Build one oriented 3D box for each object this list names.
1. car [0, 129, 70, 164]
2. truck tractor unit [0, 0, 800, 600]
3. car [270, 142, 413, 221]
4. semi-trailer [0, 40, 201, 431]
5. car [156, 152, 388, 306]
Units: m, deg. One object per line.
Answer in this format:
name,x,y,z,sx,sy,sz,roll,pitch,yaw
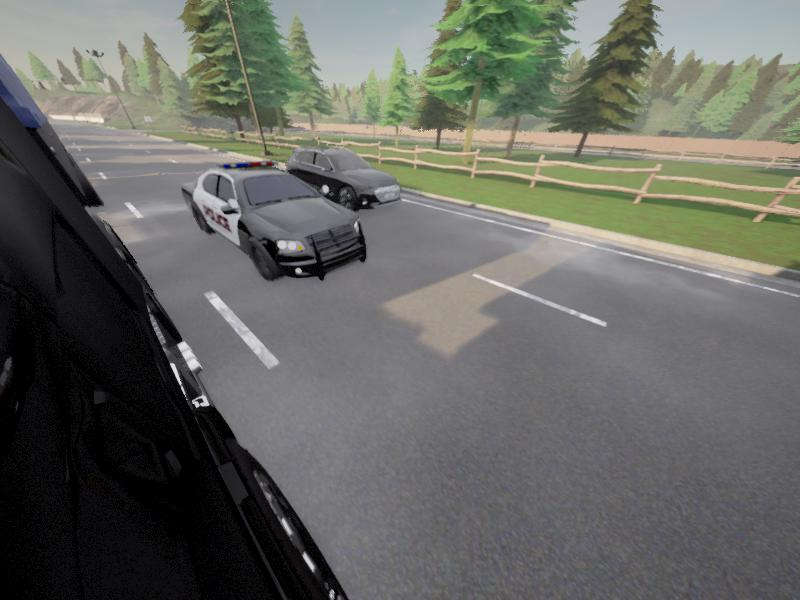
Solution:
car,-21.061,-8.848,13.199,4.181,1.385,1.994,28,43,30
truck tractor unit,-2.645,-0.295,0.351,6.516,4.208,3.053,28,44,30
car,-2.157,-4.393,8.131,4.856,1.649,2.033,28,43,30
semi-trailer,-8.703,-3.578,4.257,14.254,4.402,2.717,28,43,30
car,-2.794,-1.978,4.897,4.974,1.542,2.038,28,43,30
